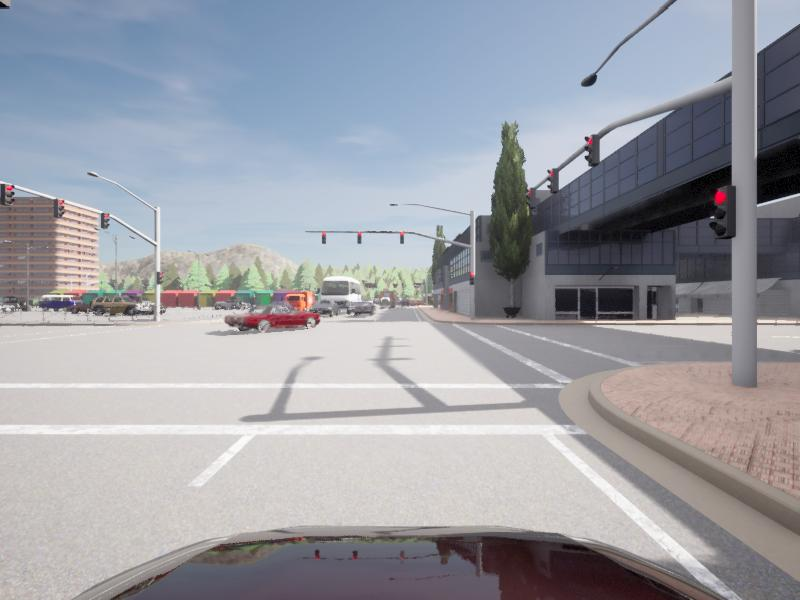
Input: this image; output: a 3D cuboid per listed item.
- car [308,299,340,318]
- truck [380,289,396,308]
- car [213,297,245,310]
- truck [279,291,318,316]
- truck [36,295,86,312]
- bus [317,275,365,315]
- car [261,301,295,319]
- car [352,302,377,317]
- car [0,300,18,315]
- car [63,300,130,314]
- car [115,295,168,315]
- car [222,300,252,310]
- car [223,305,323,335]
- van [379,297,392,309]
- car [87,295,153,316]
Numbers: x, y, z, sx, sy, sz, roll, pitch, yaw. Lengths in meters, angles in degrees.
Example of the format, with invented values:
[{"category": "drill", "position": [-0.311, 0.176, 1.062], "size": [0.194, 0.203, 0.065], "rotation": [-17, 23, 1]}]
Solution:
[{"category": "car", "position": [-7.093, 0.780, 37.843], "size": [2.152, 1.651, 5.027], "rotation": [0, 0, 0]}, {"category": "truck", "position": [-2.423, -0.325, 82.354], "size": [2.891, 3.827, 8.468], "rotation": [0, 0, 2]}, {"category": "car", "position": [-24.907, 0.499, 58.282], "size": [3.866, 1.878, 1.905], "rotation": [0, 0, 0]}, {"category": "truck", "position": [-10.505, 0.357, 41.772], "size": [2.627, 2.467, 5.204], "rotation": [0, 0, 1]}, {"category": "truck", "position": [-42.378, 0.402, 50.062], "size": [4.478, 2.038, 2.069], "rotation": [0, 0, 0]}, {"category": "bus", "position": [-6.733, -0.535, 47.686], "size": [3.944, 4.253, 10.273], "rotation": [0, 0, 1]}, {"category": "car", "position": [-10.616, 0.827, 34.976], "size": [1.845, 1.501, 3.633], "rotation": [0, 0, 1]}, {"category": "car", "position": [-3.515, 0.894, 40.686], "size": [2.033, 1.411, 5.357], "rotation": [0, 0, 1]}, {"category": "car", "position": [-42.354, 0.739, 41.382], "size": [3.806, 1.475, 1.970], "rotation": [0, 0, 0]}, {"category": "car", "position": [-31.328, 0.732, 41.381], "size": [5.357, 1.415, 2.033], "rotation": [0, 0, 0]}, {"category": "car", "position": [-24.890, 0.499, 38.658], "size": [3.866, 1.878, 1.905], "rotation": [0, 0, 0]}, {"category": "car", "position": [-24.893, 0.739, 61.177], "size": [3.806, 1.475, 1.970], "rotation": [0, 0, 0]}, {"category": "car", "position": [-6.385, 0.944, 20.636], "size": [1.895, 1.301, 4.718], "rotation": [0, 0, 37]}, {"category": "van", "position": [-2.579, 0.573, 72.970], "size": [2.069, 2.038, 4.480], "rotation": [0, 0, 2]}, {"category": "car", "position": [-24.947, 0.497, 35.764], "size": [4.605, 1.855, 1.932], "rotation": [0, 0, 0]}]
